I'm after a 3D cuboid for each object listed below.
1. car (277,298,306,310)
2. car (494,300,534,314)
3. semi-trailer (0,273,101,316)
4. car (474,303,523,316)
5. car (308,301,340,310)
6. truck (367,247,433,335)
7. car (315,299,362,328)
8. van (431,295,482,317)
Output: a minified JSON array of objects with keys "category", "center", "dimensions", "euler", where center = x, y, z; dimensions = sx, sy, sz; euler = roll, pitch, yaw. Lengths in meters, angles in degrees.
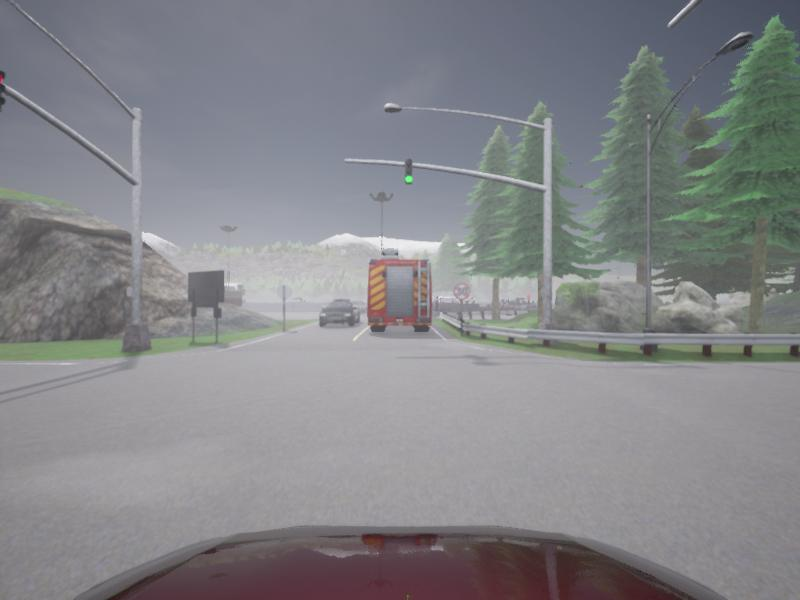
[{"category":"car","center":[-16.304,0.598,60.230],"dimensions":[3.866,1.878,1.905],"euler":[0,0,0]},{"category":"car","center":[13.105,0.822,46.117],"dimensions":[3.988,1.617,1.851],"euler":[0,0,0]},{"category":"semi-trailer","center":[-39.941,-0.625,42.554],"dimensions":[14.254,4.402,2.717],"euler":[0,0,-1]},{"category":"car","center":[10.469,0.988,42.628],"dimensions":[4.718,1.301,1.895],"euler":[0,0,0]},{"category":"car","center":[-12.118,0.887,63.712],"dimensions":[4.718,1.301,1.895],"euler":[0,0,0]},{"category":"truck","center":[-0.015,-0.406,21.730],"dimensions":[2.891,3.827,8.468],"euler":[0,0,0]},{"category":"car","center":[-3.524,0.728,23.874],"dimensions":[2.038,1.542,4.974],"euler":[0,0,0]},{"category":"van","center":[5.506,0.623,39.240],"dimensions":[4.480,2.038,2.069],"euler":[0,-3,-10]}]
